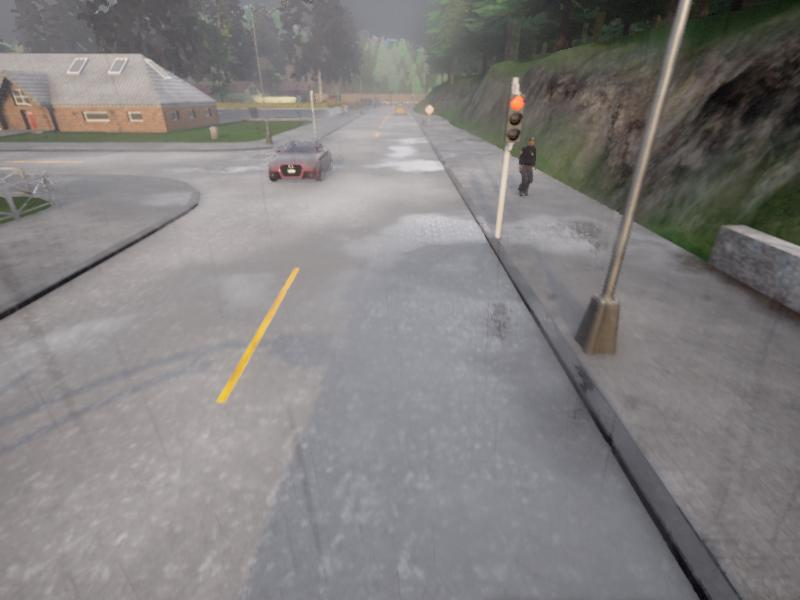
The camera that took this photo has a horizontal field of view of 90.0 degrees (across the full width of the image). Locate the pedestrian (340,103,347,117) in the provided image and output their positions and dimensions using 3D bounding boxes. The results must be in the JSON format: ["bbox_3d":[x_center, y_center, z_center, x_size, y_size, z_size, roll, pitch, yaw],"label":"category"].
[{"bbox_3d":[-8.147,-27.300,57.425,0.751,1.860,0.751,1,27,1],"label":"pedestrian"}]

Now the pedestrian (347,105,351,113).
[{"bbox_3d":[-8.994,-33.746,70.564,0.751,1.300,0.751,-4,27,-8],"label":"pedestrian"}]

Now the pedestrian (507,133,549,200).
[{"bbox_3d":[3.923,-4.130,12.369,0.751,1.860,0.751,-4,27,-7],"label":"pedestrian"}]

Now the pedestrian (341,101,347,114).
[{"bbox_3d":[-9.325,-31.972,66.515,0.751,1.860,0.751,0,27,0],"label":"pedestrian"}]

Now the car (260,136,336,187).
[{"bbox_3d":[-3.982,-5.780,16.369,1.994,1.385,4.181,0,27,0],"label":"car"}]

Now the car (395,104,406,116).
[{"bbox_3d":[0.071,-31.767,66.738,1.801,1.575,5.366,0,27,0],"label":"car"}]
